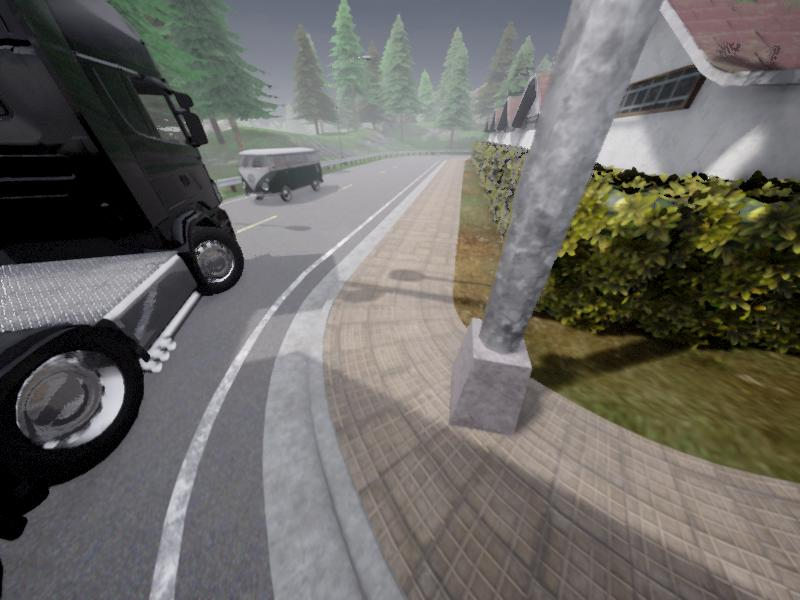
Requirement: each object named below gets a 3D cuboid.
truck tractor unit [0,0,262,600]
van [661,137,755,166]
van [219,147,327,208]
[{"bbox_3d":[-3.967,-0.795,1.542,3.053,4.208,6.516,-9,35,-13],"label":"truck tractor unit"},{"bbox_3d":[37.233,-18.215,28.340,2.351,2.431,6.366,-21,41,-37],"label":"van"},{"bbox_3d":[-5.539,-6.024,10.982,1.775,1.987,4.442,8,36,11],"label":"van"}]
